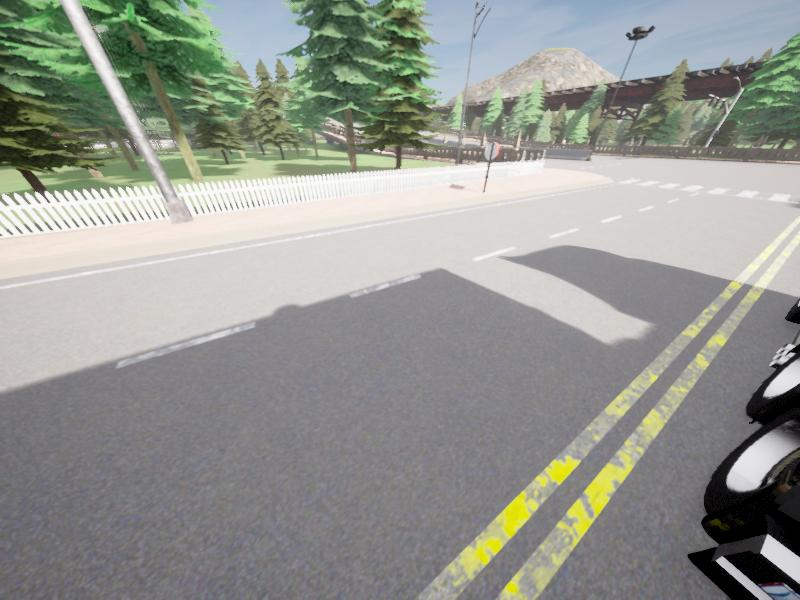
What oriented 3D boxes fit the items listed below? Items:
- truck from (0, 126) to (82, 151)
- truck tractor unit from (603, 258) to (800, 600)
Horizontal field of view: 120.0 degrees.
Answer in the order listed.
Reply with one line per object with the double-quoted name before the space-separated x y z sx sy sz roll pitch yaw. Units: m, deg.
"truck" -71.658 -32.081 46.050 2.891 3.827 8.468 14 37 18
"truck tractor unit" 5.097 -0.315 0.792 6.516 4.208 3.053 -19 39 -24
